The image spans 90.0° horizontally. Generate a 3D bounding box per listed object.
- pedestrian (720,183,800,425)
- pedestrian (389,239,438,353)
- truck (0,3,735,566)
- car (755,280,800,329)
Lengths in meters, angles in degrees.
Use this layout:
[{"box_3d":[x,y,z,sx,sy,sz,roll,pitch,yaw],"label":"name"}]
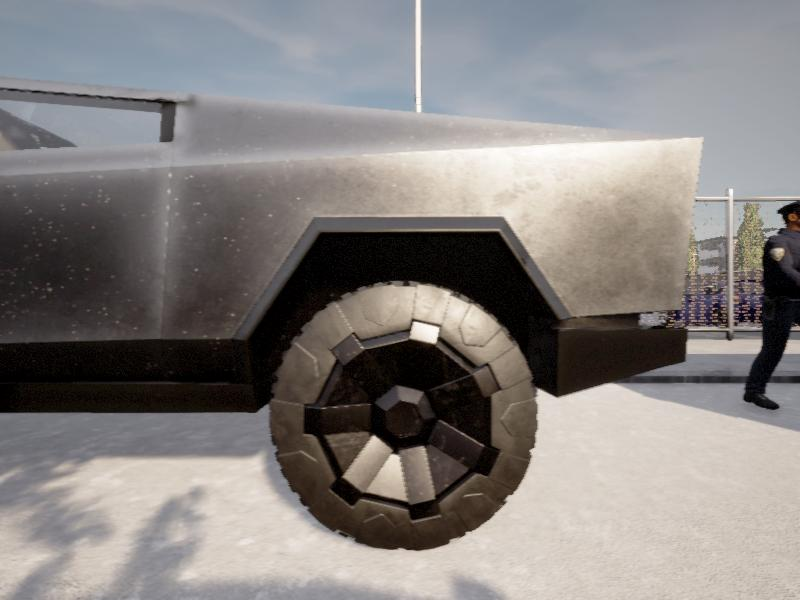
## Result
[{"box_3d":[3.378,0.034,3.379,0.751,1.860,0.751,0,0,-16],"label":"pedestrian"},{"box_3d":[0.251,-0.066,6.913,0.751,1.860,0.751,0,0,9],"label":"pedestrian"},{"box_3d":[-1.888,-0.054,2.692,6.274,2.098,2.390,0,0,0],"label":"truck"},{"box_3d":[14.445,0.129,13.298,3.705,1.547,1.789,0,0,0],"label":"car"}]
